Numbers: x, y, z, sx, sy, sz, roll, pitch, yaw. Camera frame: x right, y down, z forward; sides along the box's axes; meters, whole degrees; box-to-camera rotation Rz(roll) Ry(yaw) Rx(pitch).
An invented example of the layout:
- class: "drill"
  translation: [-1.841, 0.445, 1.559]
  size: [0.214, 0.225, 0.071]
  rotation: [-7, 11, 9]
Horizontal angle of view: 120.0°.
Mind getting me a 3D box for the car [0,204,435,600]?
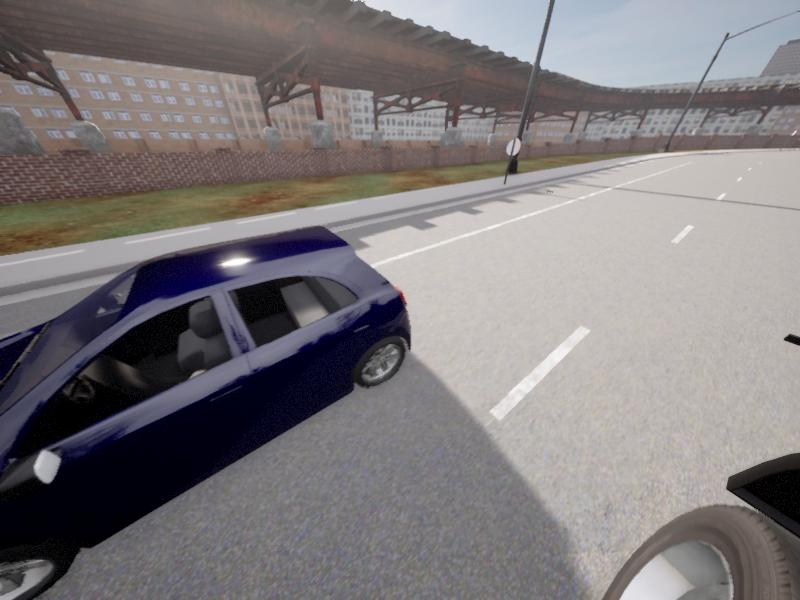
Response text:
- class: "car"
  translation: [-1.719, 0.397, 2.027]
  size: [3.633, 1.501, 1.845]
  rotation: [-24, 41, -29]
